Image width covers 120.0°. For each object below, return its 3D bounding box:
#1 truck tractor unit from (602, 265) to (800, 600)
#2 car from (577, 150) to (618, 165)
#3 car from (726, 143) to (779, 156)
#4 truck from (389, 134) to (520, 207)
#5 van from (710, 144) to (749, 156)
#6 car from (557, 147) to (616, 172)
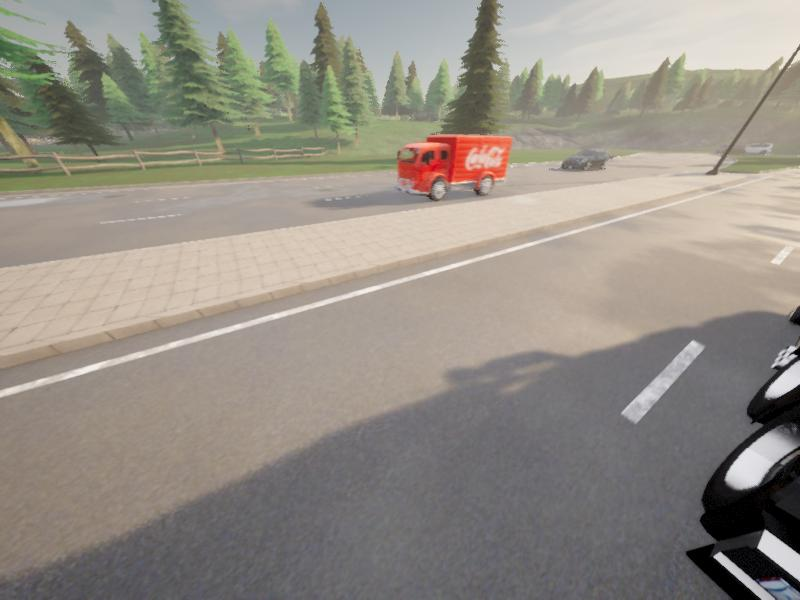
[{"bbox_3d":[5.113,-0.296,0.791,6.516,4.208,3.053,-18,39,-24],"label":"truck tractor unit"},{"bbox_3d":[24.140,-17.461,28.257,4.718,1.301,1.895,-19,39,-26],"label":"car"},{"bbox_3d":[74.402,-31.930,48.962,5.566,2.045,2.150,13,37,17],"label":"car"},{"bbox_3d":[2.432,-6.271,10.899,5.204,2.467,2.627,-18,39,-24],"label":"truck"},{"bbox_3d":[67.165,-30.654,47.093,4.442,1.987,1.775,-1,35,-2],"label":"van"},{"bbox_3d":[17.360,-13.117,21.499,4.553,1.767,2.097,-18,39,-25],"label":"car"}]
